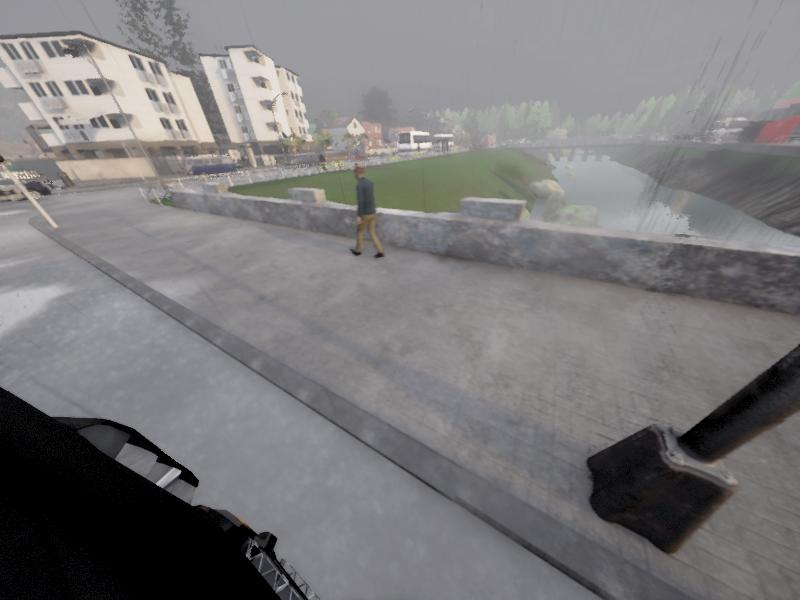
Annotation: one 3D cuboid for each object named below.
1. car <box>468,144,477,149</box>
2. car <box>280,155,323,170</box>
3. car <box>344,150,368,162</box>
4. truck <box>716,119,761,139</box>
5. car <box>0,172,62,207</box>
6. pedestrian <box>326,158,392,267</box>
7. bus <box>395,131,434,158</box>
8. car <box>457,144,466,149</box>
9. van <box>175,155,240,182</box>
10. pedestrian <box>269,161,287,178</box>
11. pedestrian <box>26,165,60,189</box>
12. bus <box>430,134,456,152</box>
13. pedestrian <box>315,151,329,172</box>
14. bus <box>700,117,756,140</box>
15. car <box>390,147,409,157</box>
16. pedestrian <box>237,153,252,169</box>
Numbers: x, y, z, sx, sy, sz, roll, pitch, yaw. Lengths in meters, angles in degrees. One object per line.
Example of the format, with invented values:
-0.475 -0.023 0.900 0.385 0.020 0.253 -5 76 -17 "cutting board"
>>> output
25.540 -53.968 81.133 1.994 1.385 4.181 16 38 26 "car"
-13.687 -19.332 32.409 2.033 1.411 5.357 16 38 26 "car"
-7.653 -25.438 40.871 1.851 1.617 3.988 16 38 26 "car"
88.713 -44.917 60.906 2.891 3.827 8.468 16 38 26 "truck"
-25.488 -6.521 13.971 1.930 1.638 5.238 5 35 13 "car"
-0.740 -1.734 4.630 0.751 1.860 0.751 16 38 26 "pedestrian"
3.342 -33.228 49.297 3.944 4.253 10.273 16 38 26 "bus"
22.110 -55.077 82.871 1.789 1.549 3.705 16 38 26 "car"
-19.640 -13.655 23.859 1.775 1.987 4.442 16 38 26 "van"
-10.997 -11.796 20.853 0.751 1.300 0.751 16 38 26 "pedestrian"
-31.894 -10.995 20.651 0.751 1.860 0.751 16 38 25 "pedestrian"
12.840 -46.874 68.917 3.944 4.253 10.273 16 38 26 "bus"
-8.291 -14.770 24.579 0.751 1.860 0.751 16 38 26 "pedestrian"
82.748 -43.478 58.810 3.944 4.253 10.273 16 38 26 "bus"
-0.048 -33.029 51.589 1.930 1.638 5.238 16 38 26 "car"
-21.200 -18.930 31.497 0.751 1.860 0.751 17 38 26 "pedestrian"
